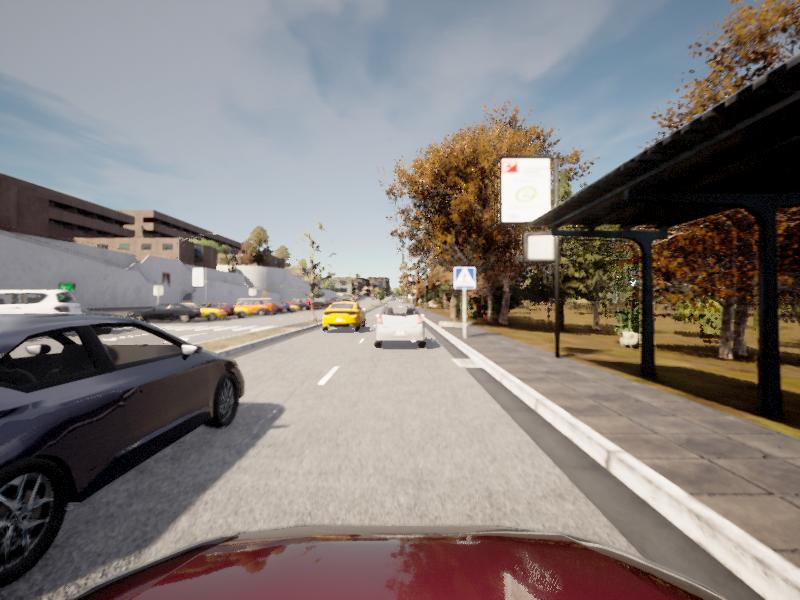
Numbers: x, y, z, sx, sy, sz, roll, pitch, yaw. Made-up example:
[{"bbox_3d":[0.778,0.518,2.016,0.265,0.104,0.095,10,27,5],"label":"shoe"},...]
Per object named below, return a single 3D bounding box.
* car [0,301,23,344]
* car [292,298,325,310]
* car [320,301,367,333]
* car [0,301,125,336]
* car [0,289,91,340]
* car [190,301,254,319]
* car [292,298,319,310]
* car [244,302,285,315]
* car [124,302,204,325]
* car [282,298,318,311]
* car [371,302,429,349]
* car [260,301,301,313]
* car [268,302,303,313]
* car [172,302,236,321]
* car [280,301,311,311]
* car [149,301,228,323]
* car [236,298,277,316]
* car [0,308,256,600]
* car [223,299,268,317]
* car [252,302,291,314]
[{"bbox_3d":[-16.900,0.842,13.963,5.008,1.535,2.097,-1,0,-20],"label":"car"},{"bbox_3d":[-16.827,0.656,73.645,5.566,2.045,2.435,-1,0,-20],"label":"car"},{"bbox_3d":[-2.994,0.848,22.208,1.882,1.535,5.008,0,0,0],"label":"car"},{"bbox_3d":[-16.899,0.857,19.929,4.892,1.521,2.231,-1,0,-20],"label":"car"},{"bbox_3d":[-16.921,0.596,16.928,5.566,2.045,2.435,-1,0,-20],"label":"car"},{"bbox_3d":[-16.702,0.945,37.884,5.366,1.575,1.946,-1,-1,-20],"label":"car"},{"bbox_3d":[-16.746,0.704,70.692,4.442,1.987,1.878,-1,0,-20],"label":"car"},{"bbox_3d":[-16.862,1.045,49.754,4.674,1.452,2.002,-1,0,-20],"label":"car"},{"bbox_3d":[-16.878,0.932,28.869,4.674,1.452,2.002,-1,0,-20],"label":"car"},{"bbox_3d":[-16.883,0.704,67.649,5.566,2.045,2.435,-1,1,-20],"label":"car"},{"bbox_3d":[0.003,0.834,14.719,1.845,1.501,3.633,0,0,0],"label":"car"},{"bbox_3d":[-16.690,1.001,55.795,5.366,1.575,1.946,-1,0,-20],"label":"car"},{"bbox_3d":[-16.833,1.030,58.723,4.792,1.488,2.163,-1,0,-20],"label":"car"},{"bbox_3d":[-16.904,0.959,34.822,4.792,1.488,2.163,-1,0,-20],"label":"car"},{"bbox_3d":[-16.852,1.013,64.680,4.674,1.452,2.002,-1,1,-20],"label":"car"},{"bbox_3d":[-16.707,0.904,31.918,5.366,1.575,1.946,-1,-1,-20],"label":"car"},{"bbox_3d":[-16.764,0.772,46.822,4.442,1.987,1.878,-1,-1,-20],"label":"car"},{"bbox_3d":[-2.999,0.854,3.699,1.816,1.474,4.193,0,0,0],"label":"car"},{"bbox_3d":[-16.844,0.859,43.795,4.553,1.767,2.185,-1,0,-20],"label":"car"},{"bbox_3d":[-16.891,1.041,52.726,4.792,1.488,2.163,-1,0,-20],"label":"car"}]
